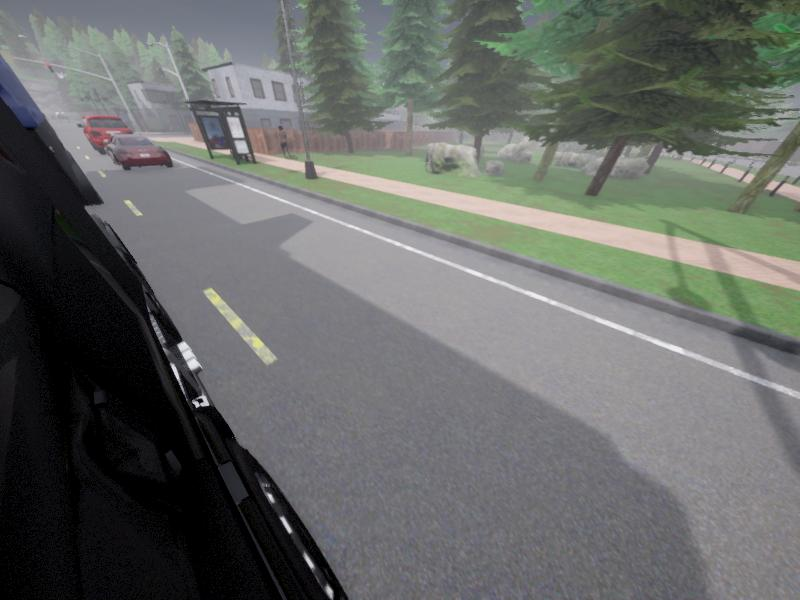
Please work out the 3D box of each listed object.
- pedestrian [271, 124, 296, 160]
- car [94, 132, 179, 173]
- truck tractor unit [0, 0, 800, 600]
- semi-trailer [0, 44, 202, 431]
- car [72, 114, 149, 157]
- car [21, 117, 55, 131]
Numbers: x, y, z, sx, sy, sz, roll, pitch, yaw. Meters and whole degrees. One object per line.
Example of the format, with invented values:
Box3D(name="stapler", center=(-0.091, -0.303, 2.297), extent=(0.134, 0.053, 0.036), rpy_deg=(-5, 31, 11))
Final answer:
Box3D(name="pedestrian", center=(-7.418, -10.070, 14.766), extent=(0.751, 1.860, 0.751), rpy_deg=(28, 44, 30))
Box3D(name="car", center=(-13.798, -7.816, 12.085), extent=(4.181, 1.385, 1.994), rpy_deg=(28, 44, 30))
Box3D(name="truck tractor unit", center=(-2.645, -0.295, 0.351), extent=(6.516, 4.208, 3.053), rpy_deg=(28, 44, 30))
Box3D(name="semi-trailer", center=(-8.700, -3.602, 4.230), extent=(14.254, 4.402, 2.717), rpy_deg=(28, 44, 30))
Box3D(name="car", center=(-19.906, -11.349, 15.863), extent=(5.566, 2.045, 2.150), rpy_deg=(28, 44, 30))
Box3D(name="car", center=(-49.687, -24.205, 31.785), extent=(4.181, 1.385, 1.994), rpy_deg=(28, 44, 30))
